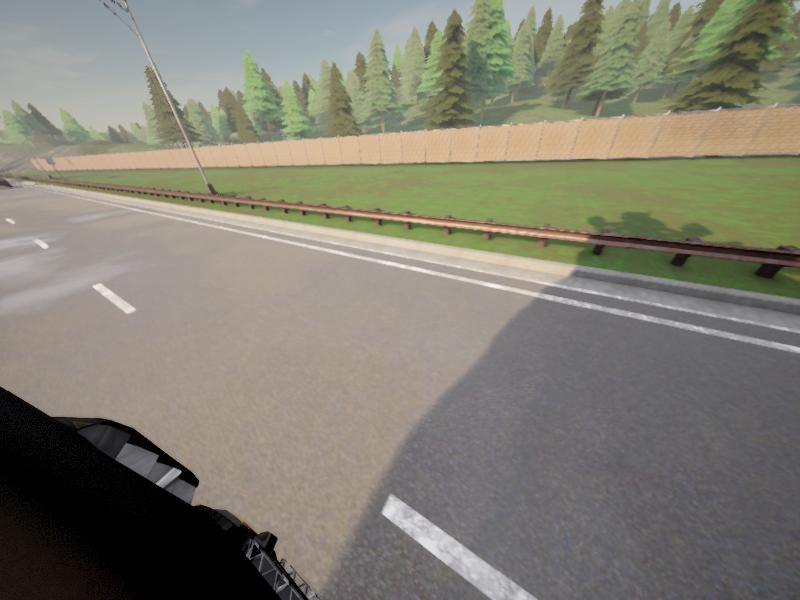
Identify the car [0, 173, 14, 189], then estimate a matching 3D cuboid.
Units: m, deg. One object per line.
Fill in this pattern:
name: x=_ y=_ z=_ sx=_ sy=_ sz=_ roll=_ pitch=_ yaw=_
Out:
car: x=-46.716 y=-13.602 z=26.418 sx=4.674 sy=1.442 sz=1.812 roll=16 pitch=38 yaw=26
